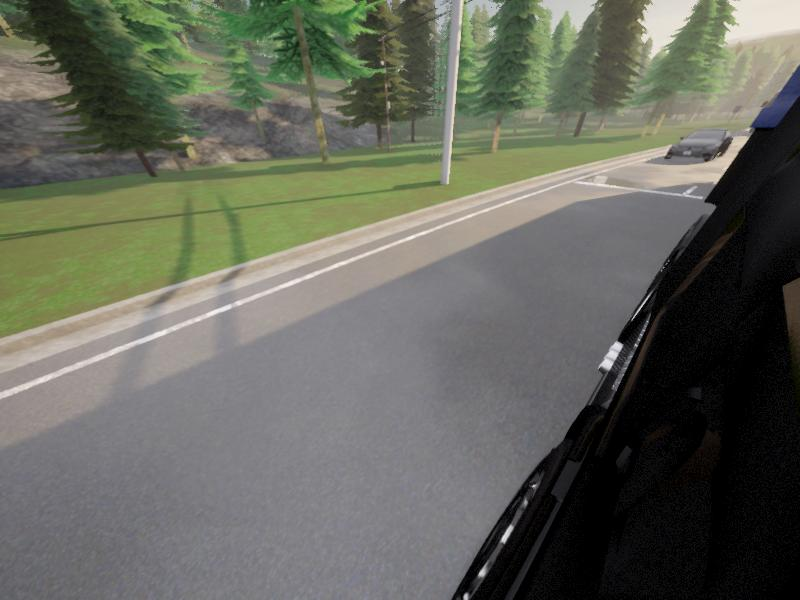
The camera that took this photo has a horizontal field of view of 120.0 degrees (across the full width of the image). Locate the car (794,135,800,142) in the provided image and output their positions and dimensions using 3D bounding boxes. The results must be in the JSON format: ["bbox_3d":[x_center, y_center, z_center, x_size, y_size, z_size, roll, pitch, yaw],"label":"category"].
[{"bbox_3d":[33.988,-13.521,18.377,4.181,1.385,1.994,-23,42,-25],"label":"car"}]

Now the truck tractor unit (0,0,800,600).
[{"bbox_3d":[2.645,-0.295,0.351,6.516,4.208,3.053,-28,44,-30],"label":"truck tractor unit"}]

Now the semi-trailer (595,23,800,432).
[{"bbox_3d":[8.850,-3.499,4.070,14.254,4.402,2.717,-26,43,-28],"label":"semi-trailer"}]

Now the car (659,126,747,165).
[{"bbox_3d":[17.317,-8.902,13.199,4.674,1.442,1.812,-23,42,-25],"label":"car"}]

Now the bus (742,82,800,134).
[{"bbox_3d":[45.063,-21.919,26.454,10.273,4.253,3.944,-23,42,-25],"label":"bus"}]

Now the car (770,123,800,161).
[{"bbox_3d":[21.904,-8.382,12.136,3.705,1.549,1.789,-23,42,-25],"label":"car"}]
